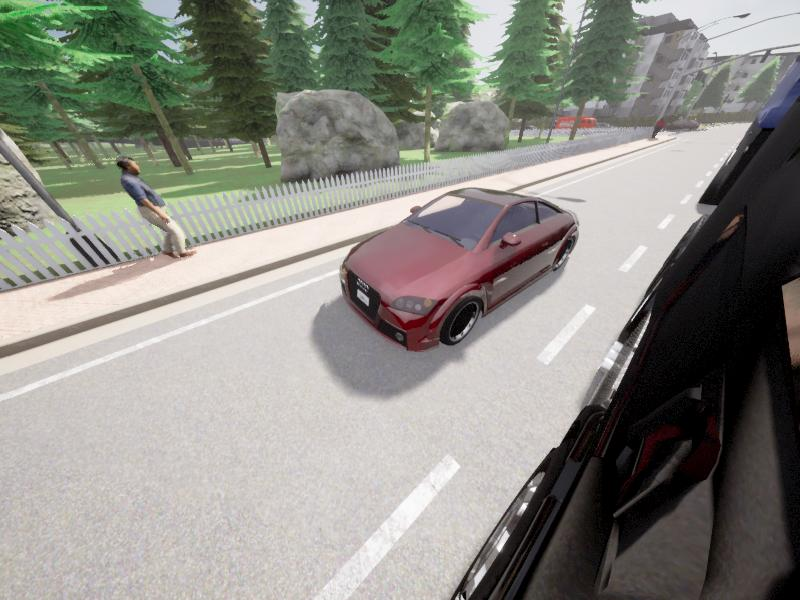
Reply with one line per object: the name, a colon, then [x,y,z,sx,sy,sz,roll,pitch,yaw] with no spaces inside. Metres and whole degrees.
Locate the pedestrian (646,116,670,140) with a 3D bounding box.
pedestrian: [25.676,-17.098,23.006,0.751,1.860,0.751,-23,41,-25]

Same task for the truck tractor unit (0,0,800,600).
truck tractor unit: [2.645,-0.295,0.351,6.516,4.208,3.053,-28,44,-30]

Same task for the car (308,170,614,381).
car: [1.114,-0.949,3.698,4.181,1.385,1.994,-26,43,-28]

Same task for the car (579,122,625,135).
car: [31.964,-27.230,36.722,2.128,1.511,4.902,-26,43,-28]

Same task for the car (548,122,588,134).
car: [30.788,-31.554,42.512,1.801,1.575,5.366,-26,43,-28]

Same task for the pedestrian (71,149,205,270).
pedestrian: [-4.586,-1.628,4.262,0.751,1.860,0.751,-28,44,-30]

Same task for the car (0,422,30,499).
car: [-4.469,1.841,0.127,3.988,1.617,1.851,-27,43,-29]

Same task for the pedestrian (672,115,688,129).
pedestrian: [46.422,-29.539,38.311,0.751,1.860,0.751,-12,38,-13]

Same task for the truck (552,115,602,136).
truck: [27.677,-27.364,36.371,2.627,2.467,5.204,-26,43,-28]

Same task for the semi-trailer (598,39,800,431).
semi-trailer: [8.708,-3.601,4.214,14.254,4.402,2.717,-28,44,-30]

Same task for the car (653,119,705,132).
car: [42.196,-26.445,35.080,1.812,1.442,4.674,-26,43,-28]

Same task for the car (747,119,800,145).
car: [30.193,-13.413,18.407,4.792,1.488,2.163,-27,43,-28]

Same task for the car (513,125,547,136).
car: [23.190,-30.321,41.420,1.837,1.490,4.892,-26,43,-28]

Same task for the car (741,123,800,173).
car: [18.389,-7.329,10.947,5.366,1.575,1.801,-28,43,-29]
